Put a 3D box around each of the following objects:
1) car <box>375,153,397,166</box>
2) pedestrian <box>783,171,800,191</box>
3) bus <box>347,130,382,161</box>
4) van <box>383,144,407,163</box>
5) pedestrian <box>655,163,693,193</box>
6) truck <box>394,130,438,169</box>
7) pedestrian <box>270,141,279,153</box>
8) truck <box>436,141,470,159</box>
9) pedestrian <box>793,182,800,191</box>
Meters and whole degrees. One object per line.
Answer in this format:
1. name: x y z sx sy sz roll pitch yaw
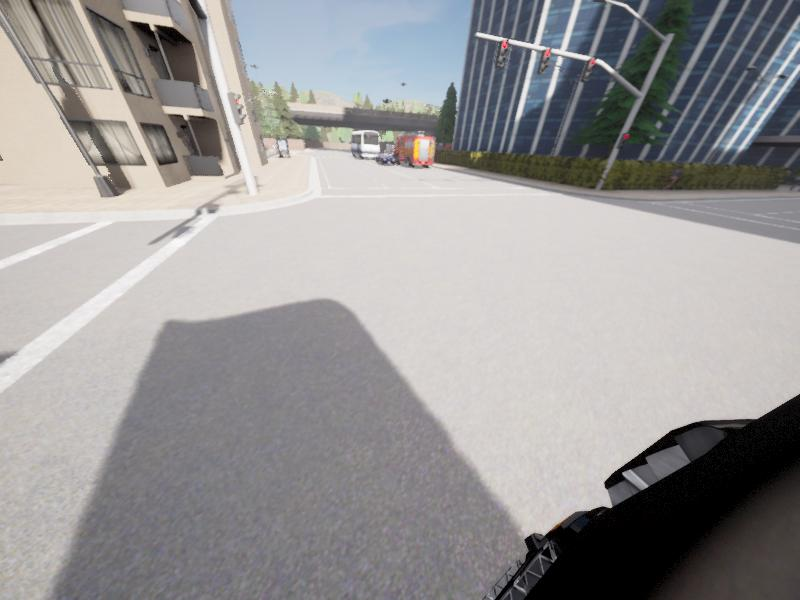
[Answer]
1. car: -2.086 -19.809 32.467 1.895 1.301 4.718 -8 35 -16
2. pedestrian: 38.599 -11.614 22.337 0.751 1.860 0.751 -17 38 -27
3. bus: -6.860 -29.177 43.501 3.944 4.253 10.273 -9 36 -19
4. van: -0.958 -24.784 39.022 2.351 2.431 6.366 -8 35 -16
5. pedestrian: 19.743 -8.798 16.681 0.751 1.860 0.751 -8 35 -15
6. truck: 1.757 -20.516 31.528 2.891 3.827 8.468 -8 35 -16
7. pedestrian: -22.778 -27.738 41.932 0.751 1.860 0.751 30 42 34
8. truck: 14.690 -41.634 64.211 8.468 3.827 2.891 -8 35 -16
9. pedestrian: 39.129 -11.163 22.206 0.751 1.300 0.751 -12 36 -21
